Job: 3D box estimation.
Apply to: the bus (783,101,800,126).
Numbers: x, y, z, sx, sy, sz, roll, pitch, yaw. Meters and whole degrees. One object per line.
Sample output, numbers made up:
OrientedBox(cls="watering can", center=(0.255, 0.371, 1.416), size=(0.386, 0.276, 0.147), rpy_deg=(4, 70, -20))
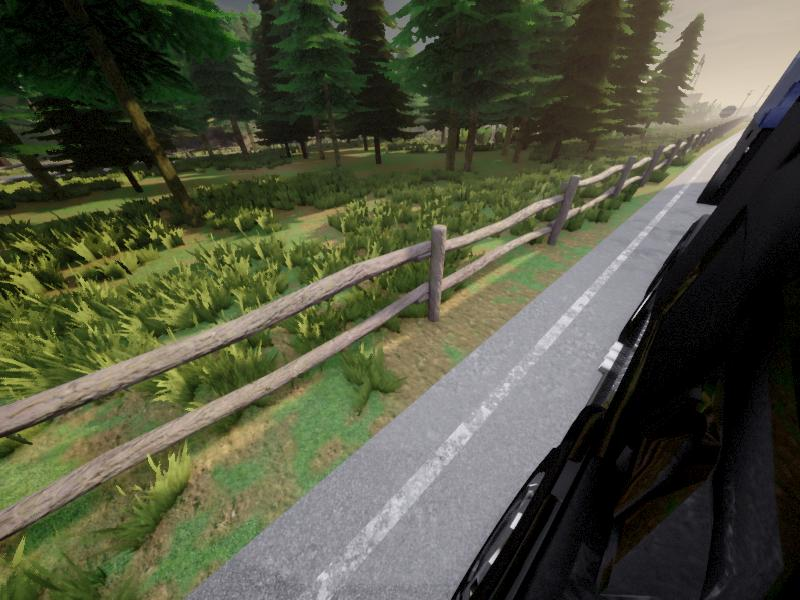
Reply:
OrientedBox(cls="bus", center=(67.579, -31.187, 37.475), size=(10.273, 4.253, 3.944), rpy_deg=(-27, 43, -29))

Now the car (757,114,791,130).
OrientedBox(cls="car", center=(51.299, -24.454, 31.722), size=(3.988, 1.617, 1.851), rpy_deg=(-27, 43, -29))

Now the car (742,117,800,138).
OrientedBox(cls="car", center=(37.225, -16.899, 22.600), size=(4.902, 1.511, 2.128), rpy_deg=(-12, 38, -12))

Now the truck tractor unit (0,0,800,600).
OrientedBox(cls="truck tractor unit", center=(2.645, -0.295, 0.351), size=(6.516, 4.208, 3.053), rpy_deg=(-28, 44, -30))

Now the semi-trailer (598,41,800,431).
OrientedBox(cls="semi-trailer", center=(8.687, -3.615, 4.236), size=(14.254, 4.402, 2.717), rpy_deg=(-28, 44, -30))
